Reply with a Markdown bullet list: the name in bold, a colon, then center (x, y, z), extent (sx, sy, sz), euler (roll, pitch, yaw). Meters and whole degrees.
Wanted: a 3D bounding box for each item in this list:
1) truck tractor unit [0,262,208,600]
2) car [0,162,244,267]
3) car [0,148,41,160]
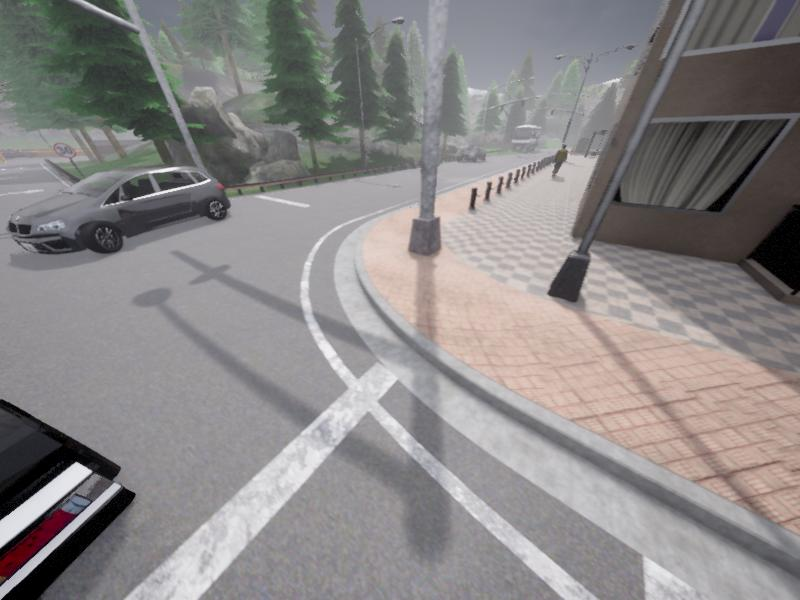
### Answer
- **truck tractor unit**: center (-5.277, -0.083, 0.465), extent (6.516, 4.208, 3.053), euler (10, 36, 14)
- **car**: center (-7.639, -2.842, 6.684), extent (2.242, 1.667, 4.611), euler (10, 36, 14)
- **car**: center (-61.284, -22.862, 36.153), extent (2.033, 1.411, 5.357), euler (22, 41, 28)
